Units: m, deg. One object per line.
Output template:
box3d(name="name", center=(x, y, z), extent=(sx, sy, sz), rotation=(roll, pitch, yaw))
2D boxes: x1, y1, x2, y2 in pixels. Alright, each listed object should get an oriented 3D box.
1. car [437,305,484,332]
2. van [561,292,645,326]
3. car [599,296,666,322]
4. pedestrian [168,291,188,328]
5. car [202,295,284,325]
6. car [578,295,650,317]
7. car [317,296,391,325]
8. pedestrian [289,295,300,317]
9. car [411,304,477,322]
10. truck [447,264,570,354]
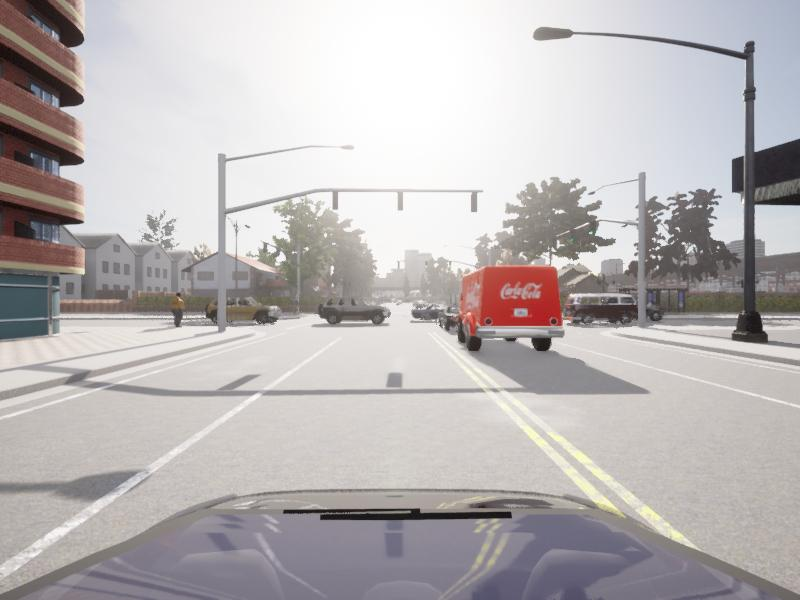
box3d(name="car", center=(3.246, 0.944, 22.333), extent=(1.895, 1.301, 4.718), rotation=(0, 0, 0))
box3d(name="van", center=(13.201, 0.577, 26.246), extent=(4.480, 2.038, 2.069), rotation=(-1, 0, 0))
box3d(name="car", center=(17.198, 0.646, 29.727), extent=(3.866, 1.878, 1.905), rotation=(0, 0, 0))
box3d(name="pedestrian", center=(-11.426, 0.485, 20.580), extent=(0.751, 1.860, 0.751), rotation=(0, 0, 44))
box3d(name="car", center=(-10.242, 0.649, 26.346), extent=(4.605, 1.855, 1.932), rotation=(1, 0, 0))
box3d(name="car", center=(20.090, 0.568, 37.719), extent=(5.566, 2.045, 2.150), rotation=(0, 0, 0))
box3d(name="car", center=(-2.952, 0.652, 26.313), extent=(4.605, 1.855, 1.932), rotation=(0, 0, 0))
box3d(name="pedestrian", center=(-9.010, 0.485, 34.178), extent=(0.751, 1.860, 0.751), rotation=(0, 0, 4))
box3d(name="car", center=(3.191, 0.944, 29.787), extent=(4.718, 1.301, 1.895), rotation=(0, 0, 0))
box3d(name="truck", center=(3.304, 0.329, 13.657), extent=(2.627, 2.467, 5.204), rotation=(0, -2, -1))
